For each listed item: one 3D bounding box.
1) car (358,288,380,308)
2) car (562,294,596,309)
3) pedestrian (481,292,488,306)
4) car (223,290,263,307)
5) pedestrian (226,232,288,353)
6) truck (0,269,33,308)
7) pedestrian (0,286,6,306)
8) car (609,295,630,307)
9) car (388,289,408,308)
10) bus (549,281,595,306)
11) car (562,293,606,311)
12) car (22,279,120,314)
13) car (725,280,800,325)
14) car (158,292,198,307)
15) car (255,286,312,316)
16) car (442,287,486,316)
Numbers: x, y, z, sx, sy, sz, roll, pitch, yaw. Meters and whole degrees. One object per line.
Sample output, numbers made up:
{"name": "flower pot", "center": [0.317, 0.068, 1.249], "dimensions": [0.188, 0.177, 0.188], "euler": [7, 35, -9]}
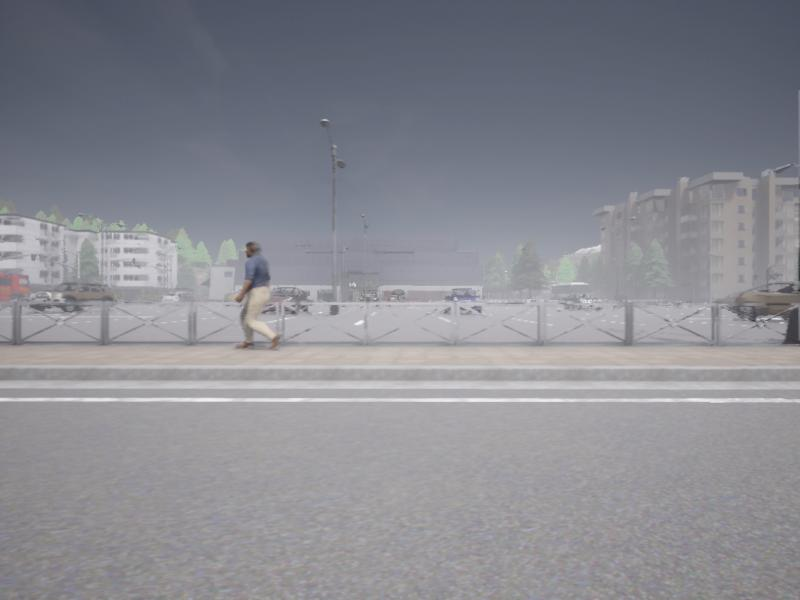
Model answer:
{"name": "car", "center": [-3.101, -0.184, 40.839], "dimensions": [1.905, 1.878, 3.866], "euler": [0, 0, -1]}
{"name": "car", "center": [18.386, 0.140, 41.261], "dimensions": [1.845, 1.501, 3.633], "euler": [0, 0, -1]}
{"name": "pedestrian", "center": [10.778, -0.117, 51.080], "dimensions": [0.751, 1.860, 0.751], "euler": [0, 0, -1]}
{"name": "car", "center": [-15.895, -0.124, 40.751], "dimensions": [2.152, 1.636, 5.027], "euler": [0, 0, -1]}
{"name": "pedestrian", "center": [-2.297, -0.119, 6.518], "dimensions": [0.751, 1.860, 0.751], "euler": [0, 0, -1]}
{"name": "truck", "center": [-41.366, -1.165, 39.348], "dimensions": [2.891, 3.827, 8.468], "euler": [0, 0, 0]}
{"name": "pedestrian", "center": [-36.251, -0.351, 36.063], "dimensions": [0.751, 1.860, 0.751], "euler": [0, 0, -3]}
{"name": "car", "center": [35.099, 0.101, 64.075], "dimensions": [1.905, 1.878, 3.866], "euler": [0, 0, 11]}
{"name": "car", "center": [-0.198, -0.160, 41.271], "dimensions": [1.932, 1.855, 4.605], "euler": [0, 0, -1]}
{"name": "bus", "center": [31.905, -1.098, 74.842], "dimensions": [3.944, 4.253, 10.273], "euler": [0, 0, -1]}
{"name": "car", "center": [15.456, 0.147, 33.820], "dimensions": [1.970, 1.475, 3.806], "euler": [0, 0, -1]}
{"name": "car", "center": [-18.915, -0.184, 23.347], "dimensions": [1.932, 1.855, 4.605], "euler": [0, 0, -1]}
{"name": "car", "center": [15.437, 0.093, 15.154], "dimensions": [2.152, 1.636, 5.027], "euler": [0, 0, -1]}
{"name": "car", "center": [-22.310, -0.053, 40.384], "dimensions": [1.970, 1.475, 3.806], "euler": [0, 0, -1]}
{"name": "car", "center": [-6.454, 0.032, 22.720], "dimensions": [2.007, 1.523, 4.514], "euler": [0, 0, -1]}
{"name": "car", "center": [3.539, 0.067, 22.747], "dimensions": [1.845, 1.501, 3.633], "euler": [0, 0, -1]}
